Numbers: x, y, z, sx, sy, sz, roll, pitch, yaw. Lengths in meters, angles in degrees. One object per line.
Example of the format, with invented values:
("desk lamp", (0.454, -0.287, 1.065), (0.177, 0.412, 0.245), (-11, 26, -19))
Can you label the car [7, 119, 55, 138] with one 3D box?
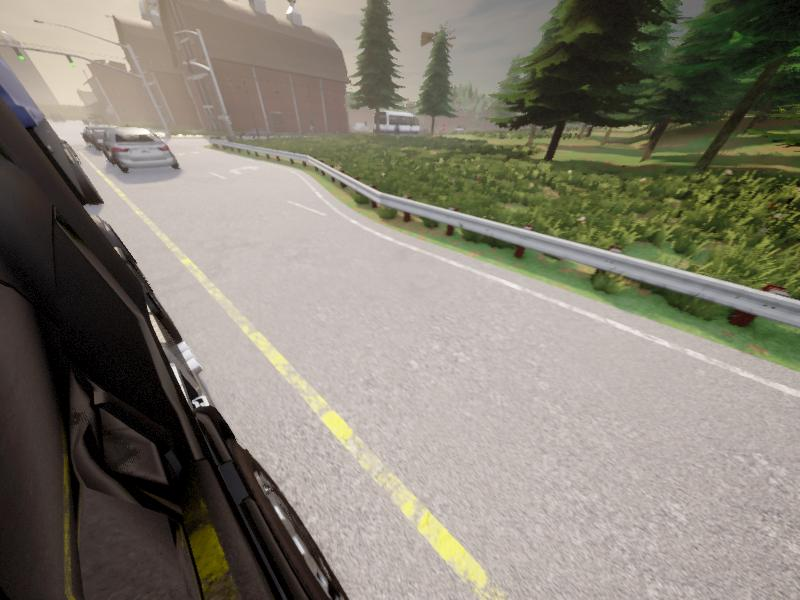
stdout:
("car", (-37.121, -17.270, 23.252), (4.181, 1.385, 1.994), (26, 43, 28))

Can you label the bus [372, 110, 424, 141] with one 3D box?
("bus", (-0.267, -33.508, 44.504), (3.944, 4.253, 10.273), (28, 44, 30))

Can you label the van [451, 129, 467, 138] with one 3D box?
("van", (16.669, -47.256, 65.517), (2.069, 2.038, 4.480), (29, 44, 30))

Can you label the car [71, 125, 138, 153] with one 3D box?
("car", (-21.993, -12.045, 17.176), (5.357, 1.411, 2.033), (26, 43, 28))

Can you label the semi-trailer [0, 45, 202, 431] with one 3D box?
("semi-trailer", (-8.703, -3.600, 4.227), (14.254, 4.402, 2.717), (28, 44, 30))

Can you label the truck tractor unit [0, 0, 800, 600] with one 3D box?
("truck tractor unit", (-2.645, -0.295, 0.351), (6.516, 4.208, 3.053), (28, 44, 30))

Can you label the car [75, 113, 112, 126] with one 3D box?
("car", (-62.091, -36.701, 46.875), (3.866, 1.878, 1.905), (-2, 43, -2))

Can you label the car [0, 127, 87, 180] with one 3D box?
("car", (-16.282, -6.733, 10.361), (4.902, 1.511, 2.128), (31, 46, 33))

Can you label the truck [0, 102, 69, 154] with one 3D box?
("truck", (-25.123, -11.435, 15.300), (5.204, 2.467, 2.627), (27, 44, 30))

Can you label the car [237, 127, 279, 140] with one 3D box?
("car", (-19.252, -22.661, 31.452), (1.994, 1.385, 4.181), (28, 44, 30))

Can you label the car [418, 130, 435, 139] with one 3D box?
("car", (5.848, -36.489, 51.060), (1.845, 1.501, 3.633), (28, 44, 30))

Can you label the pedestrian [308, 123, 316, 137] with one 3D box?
("pedestrian", (-15.270, -29.485, 40.015), (0.751, 1.860, 0.751), (27, 44, 29))

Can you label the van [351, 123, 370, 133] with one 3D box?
("van", (-13.052, -56.931, 76.310), (6.366, 2.431, 2.351), (28, 44, 29))

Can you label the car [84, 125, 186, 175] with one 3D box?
("car", (-13.317, -7.654, 11.618), (4.611, 1.667, 2.242), (28, 44, 29))
